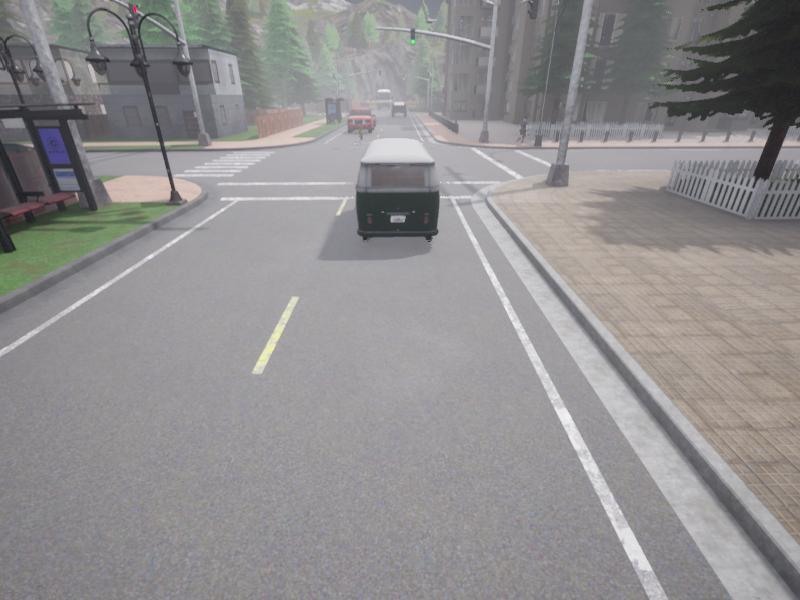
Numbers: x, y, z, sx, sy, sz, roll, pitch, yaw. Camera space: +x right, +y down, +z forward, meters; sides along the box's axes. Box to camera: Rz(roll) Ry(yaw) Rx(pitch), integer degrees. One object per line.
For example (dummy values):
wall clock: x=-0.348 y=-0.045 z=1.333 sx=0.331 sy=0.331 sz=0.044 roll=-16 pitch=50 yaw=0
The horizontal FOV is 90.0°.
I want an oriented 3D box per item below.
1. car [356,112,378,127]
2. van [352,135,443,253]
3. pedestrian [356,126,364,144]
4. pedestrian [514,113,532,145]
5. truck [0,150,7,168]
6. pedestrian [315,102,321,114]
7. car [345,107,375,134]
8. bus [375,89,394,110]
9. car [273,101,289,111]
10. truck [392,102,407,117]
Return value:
car: x=-3.593 y=-19.972 z=44.216 sx=1.994 sy=1.385 sz=4.181 roll=0 pitch=27 yaw=0
van: x=-0.093 y=-2.931 z=10.214 sx=1.775 sy=1.987 sz=4.442 roll=-1 pitch=27 yaw=-1
pedestrian: x=-2.770 y=-11.406 z=27.707 sx=0.500 sy=1.100 sz=0.500 roll=-3 pitch=27 yaw=-6
pedestrian: x=8.033 y=-11.196 z=26.158 sx=0.751 sy=1.860 sz=0.751 roll=1 pitch=27 yaw=2
truck: x=-21.603 y=-6.494 z=17.015 sx=6.274 sy=2.098 sz=2.390 roll=-6 pitch=28 yaw=-11
pedestrian: x=-13.931 y=-32.516 z=67.790 sx=0.751 sy=1.860 sz=0.751 roll=-1 pitch=27 yaw=-2
car: x=-3.576 y=-16.633 z=36.943 sx=2.150 sy=2.045 sz=5.566 roll=0 pitch=27 yaw=0
bus: x=-3.586 y=-47.818 z=95.507 sx=3.944 sy=4.253 sz=10.273 roll=0 pitch=27 yaw=0
car: x=-25.203 y=-41.279 z=85.000 sx=1.932 sy=1.855 sz=4.605 roll=-1 pitch=27 yaw=-1
truck: x=-0.140 y=-31.445 z=65.852 sx=2.390 sy=2.098 sz=6.274 roll=0 pitch=27 yaw=0
